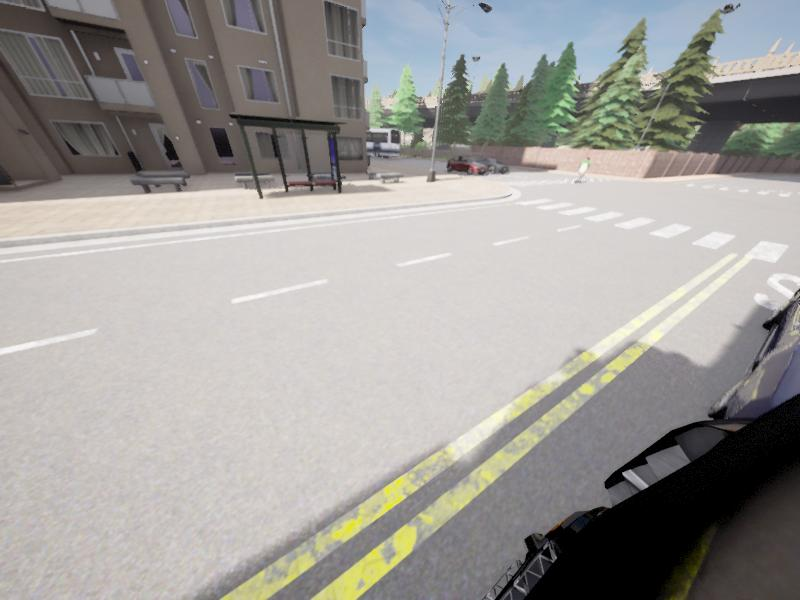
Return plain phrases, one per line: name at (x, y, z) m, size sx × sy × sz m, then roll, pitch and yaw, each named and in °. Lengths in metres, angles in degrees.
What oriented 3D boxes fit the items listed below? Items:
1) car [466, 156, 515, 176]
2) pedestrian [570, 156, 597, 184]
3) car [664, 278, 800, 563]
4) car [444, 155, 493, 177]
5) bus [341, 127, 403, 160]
car at (9.108, -13.788, 23.656) m, size 1.994 × 1.385 × 4.181 m, roll -17°, pitch 39°, yaw -27°
pedestrian at (14.410, -10.213, 18.176) m, size 0.751 × 1.860 × 0.751 m, roll -13°, pitch 37°, yaw -22°
car at (4.781, 0.696, 1.951) m, size 4.718 × 1.301 × 1.895 m, roll -16°, pitch 38°, yaw -26°
car at (6.311, -12.738, 21.818) m, size 1.816 × 1.474 × 4.193 m, roll -17°, pitch 38°, yaw -26°
bus at (-5.045, -27.632, 40.811) m, size 10.273 × 4.253 × 3.944 m, roll 21°, pitch 37°, yaw 25°
